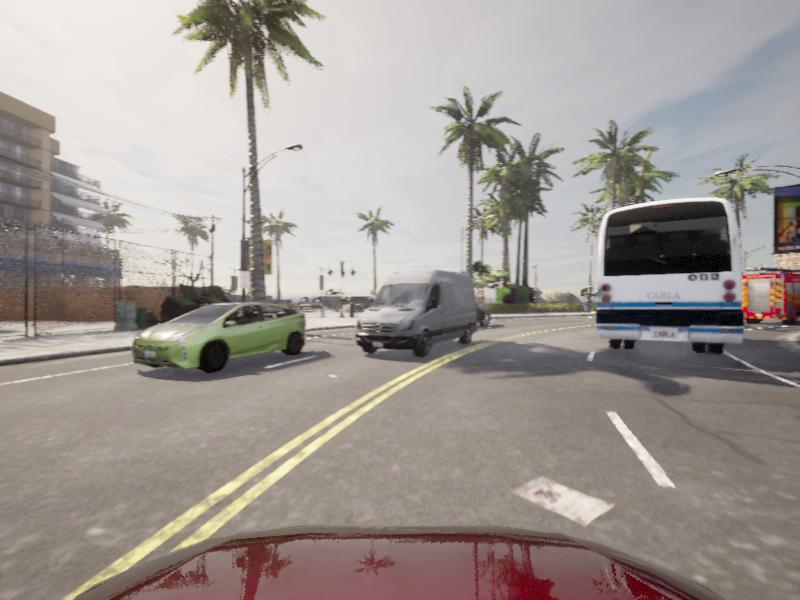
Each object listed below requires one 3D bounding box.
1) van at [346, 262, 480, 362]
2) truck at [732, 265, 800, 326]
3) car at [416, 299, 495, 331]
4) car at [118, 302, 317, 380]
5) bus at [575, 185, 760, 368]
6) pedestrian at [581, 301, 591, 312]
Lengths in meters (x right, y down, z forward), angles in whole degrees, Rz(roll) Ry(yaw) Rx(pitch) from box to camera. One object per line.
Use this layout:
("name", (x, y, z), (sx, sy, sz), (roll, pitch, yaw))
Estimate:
("van", (0.780, 0.319, 13.290), (1.988, 2.561, 5.915), (0, 0, 28))
("truck", (27.537, -0.279, 28.241), (8.468, 3.827, 2.891), (0, 0, -24))
("car", (3.372, 0.779, 23.462), (2.152, 1.651, 5.027), (0, 0, 41))
("car", (-4.292, 0.817, 10.320), (2.007, 1.525, 4.514), (0, 0, 23))
("bus", (9.432, -0.520, 14.672), (3.944, 4.253, 10.273), (-1, 0, 33))
("pedestrian", (21.679, 0.790, 46.742), (0.751, 1.300, 0.751), (0, 0, -25))
